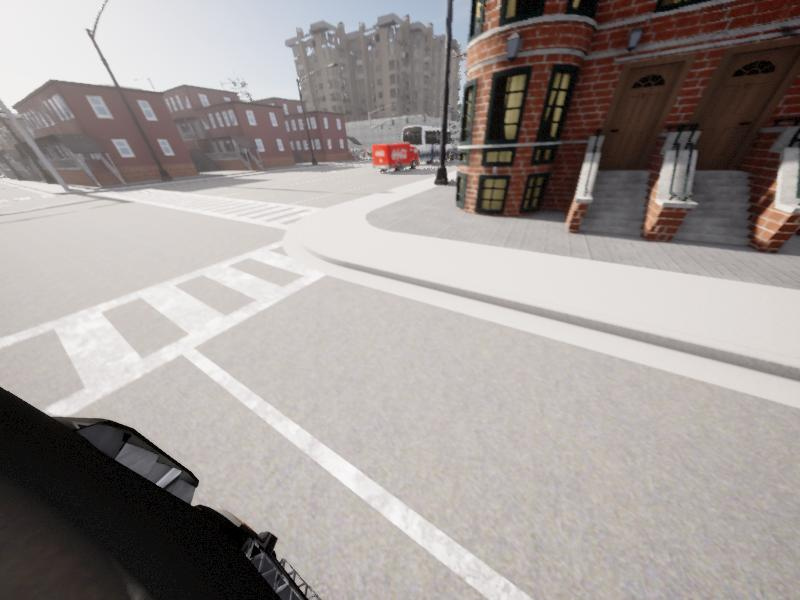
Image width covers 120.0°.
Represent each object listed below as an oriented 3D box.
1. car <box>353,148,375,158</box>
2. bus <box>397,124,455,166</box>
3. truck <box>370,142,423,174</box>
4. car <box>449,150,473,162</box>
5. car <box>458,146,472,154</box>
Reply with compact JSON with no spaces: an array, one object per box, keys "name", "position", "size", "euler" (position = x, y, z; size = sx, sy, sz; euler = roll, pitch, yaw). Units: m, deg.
[{"name":"car","position":[-9.077,-36.786,57.614],"size":[5.238,1.638,1.930],"euler":[21,40,23]},{"name":"bus","position":[3.955,-21.680,32.493],"size":[3.944,4.253,10.273],"euler":[16,38,26]},{"name":"truck","position":[-0.234,-14.910,24.204],"size":[2.627,2.467,5.204],"euler":[25,42,35]},{"name":"car","position":[9.141,-21.493,34.510],"size":[1.895,1.301,4.718],"euler":[16,38,26]},{"name":"car","position":[18.132,-41.863,64.244],"size":[2.033,1.649,4.856],"euler":[16,38,26]}]
